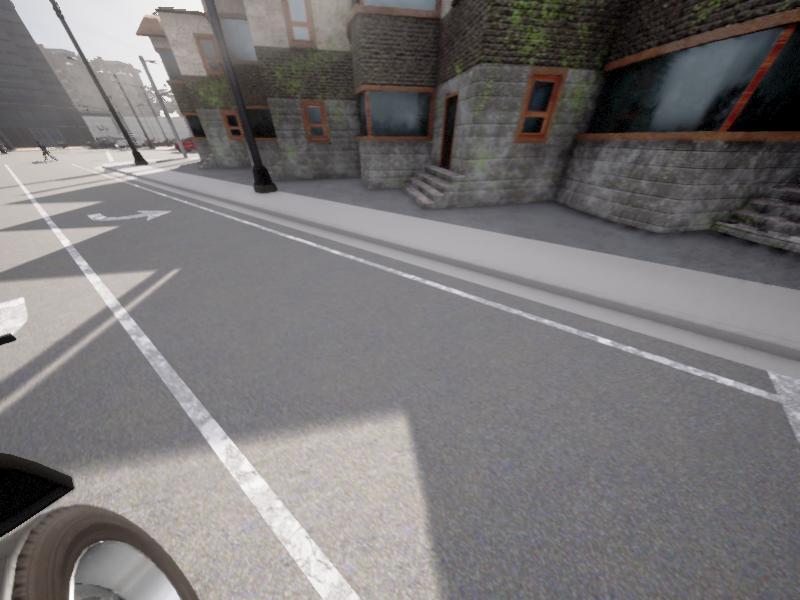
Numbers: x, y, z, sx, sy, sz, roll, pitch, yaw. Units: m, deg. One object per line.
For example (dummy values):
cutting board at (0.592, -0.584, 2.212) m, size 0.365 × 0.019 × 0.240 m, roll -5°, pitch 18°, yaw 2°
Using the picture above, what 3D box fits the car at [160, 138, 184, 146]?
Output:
car at (-59.274, -41.117, 60.233) m, size 1.930 × 1.638 × 5.238 m, roll -6°, pitch 36°, yaw -8°

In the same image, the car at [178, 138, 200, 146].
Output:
car at (-60.072, -45.149, 65.932) m, size 1.930 × 1.638 × 5.238 m, roll -3°, pitch 35°, yaw -4°

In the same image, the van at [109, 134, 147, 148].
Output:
van at (-61.129, -35.949, 52.135) m, size 1.988 × 2.561 × 5.915 m, roll -6°, pitch 36°, yaw -8°

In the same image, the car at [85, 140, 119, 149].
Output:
car at (-59.811, -31.260, 46.433) m, size 1.816 × 1.474 × 4.193 m, roll -6°, pitch 36°, yaw -8°

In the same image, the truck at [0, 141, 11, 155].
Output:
truck at (-56.172, -20.643, 30.941) m, size 2.390 × 2.098 × 6.274 m, roll -27°, pitch 43°, yaw -35°

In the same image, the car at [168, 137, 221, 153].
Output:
car at (-32.343, -24.565, 36.558) m, size 5.566 × 2.045 × 2.150 m, roll -6°, pitch 36°, yaw -9°

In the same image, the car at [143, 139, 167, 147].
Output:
car at (-58.126, -37.216, 54.868) m, size 1.816 × 1.474 × 4.193 m, roll -6°, pitch 36°, yaw -8°

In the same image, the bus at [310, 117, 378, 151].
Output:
bus at (-9.226, -28.149, 39.182) m, size 10.273 × 4.253 × 3.944 m, roll -7°, pitch 36°, yaw -8°

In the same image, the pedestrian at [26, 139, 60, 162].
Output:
pedestrian at (-35.046, -14.683, 22.737) m, size 0.751 × 1.860 × 0.751 m, roll -7°, pitch 36°, yaw -10°

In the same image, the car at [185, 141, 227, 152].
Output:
car at (-33.010, -26.344, 39.517) m, size 5.008 × 1.535 × 1.882 m, roll -6°, pitch 36°, yaw -9°

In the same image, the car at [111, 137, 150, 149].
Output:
car at (-56.867, -33.369, 48.940) m, size 2.150 × 2.045 × 5.566 m, roll -6°, pitch 36°, yaw -8°
